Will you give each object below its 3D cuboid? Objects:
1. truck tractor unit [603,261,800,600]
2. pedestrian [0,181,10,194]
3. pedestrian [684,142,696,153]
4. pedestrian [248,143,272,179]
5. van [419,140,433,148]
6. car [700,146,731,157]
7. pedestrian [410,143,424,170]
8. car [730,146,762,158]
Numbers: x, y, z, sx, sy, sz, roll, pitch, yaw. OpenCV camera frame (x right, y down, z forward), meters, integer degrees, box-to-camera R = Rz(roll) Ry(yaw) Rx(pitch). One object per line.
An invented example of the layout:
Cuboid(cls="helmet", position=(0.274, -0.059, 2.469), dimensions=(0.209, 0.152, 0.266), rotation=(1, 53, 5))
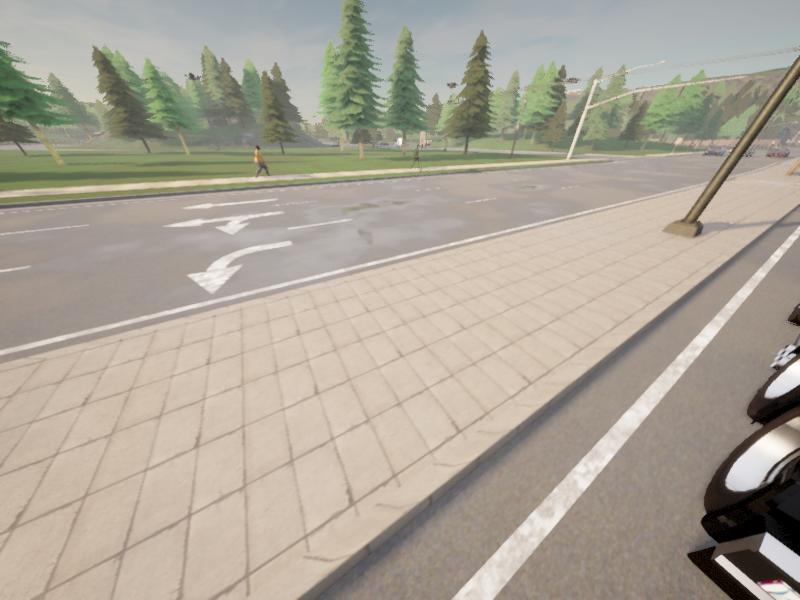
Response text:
Cuboid(cls="truck tractor unit", position=(5.104, -0.307, 0.793), dimensions=(6.516, 4.208, 3.053), rotation=(-18, 39, -24))
Cuboid(cls="pedestrian", position=(-18.390, -5.526, 9.859), dimensions=(0.751, 1.860, 0.751), rotation=(-18, 39, -24))
Cuboid(cls="pedestrian", position=(61.783, -32.482, 49.237), dimensions=(0.751, 1.860, 0.751), rotation=(-18, 39, -24))
Cuboid(cls="pedestrian", position=(-8.777, -8.703, 14.504), dimensions=(0.751, 1.860, 0.751), rotation=(-17, 39, -24))
Cuboid(cls="van", position=(8.370, -49.929, 74.058), dimensions=(2.069, 2.038, 4.480), rotation=(-18, 39, -24))
Cuboid(cls="car", position=(58.552, -27.630, 42.855), dimensions=(4.974, 1.542, 2.038), rotation=(-19, 39, -25))
Cuboid(cls="pedestrian", position=(1.410, -12.027, 19.365), dimensions=(0.751, 1.860, 0.751), rotation=(-17, 38, -23))
Cuboid(cls="car", position=(60.779, -26.111, 40.604), dimensions=(4.856, 1.649, 2.033), rotation=(-19, 39, -25))
